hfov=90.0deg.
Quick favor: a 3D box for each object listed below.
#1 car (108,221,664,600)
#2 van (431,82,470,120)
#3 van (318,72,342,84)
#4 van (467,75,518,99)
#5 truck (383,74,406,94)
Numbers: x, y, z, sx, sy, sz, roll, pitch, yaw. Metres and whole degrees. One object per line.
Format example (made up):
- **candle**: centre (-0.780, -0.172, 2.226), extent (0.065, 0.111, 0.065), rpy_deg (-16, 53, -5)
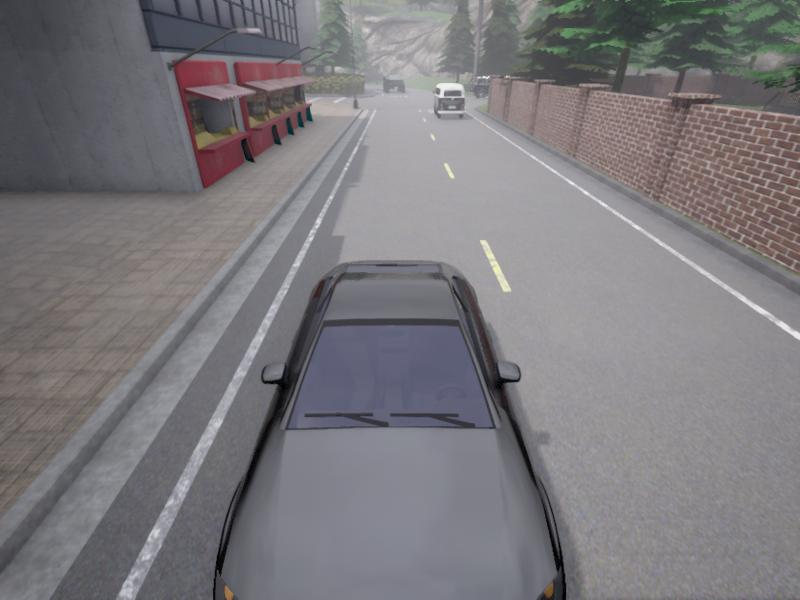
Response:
- **car**: centre (-0.067, 0.674, 3.495), extent (1.994, 1.385, 4.181), rpy_deg (0, 30, 0)
- **van**: centre (3.329, -13.674, 27.368), extent (2.069, 2.038, 4.480), rpy_deg (0, 30, 0)
- **van**: centre (-13.605, -43.027, 77.611), extent (4.442, 1.987, 1.775), rpy_deg (19, 35, 29)
- **van**: centre (9.306, -21.506, 40.436), extent (4.480, 2.038, 2.069), rpy_deg (0, 30, -1)
- **truck**: centre (-0.802, -28.320, 52.351), extent (2.390, 2.098, 6.274), rpy_deg (-3, 30, -6)
